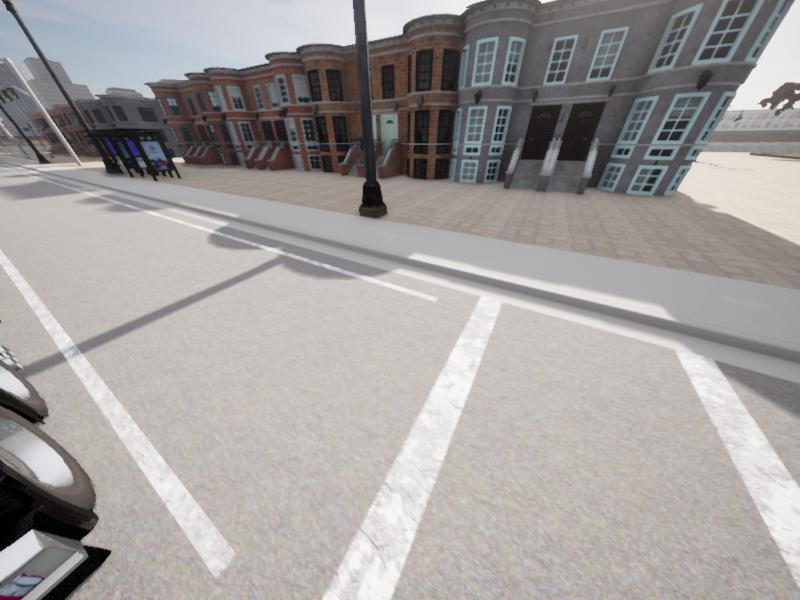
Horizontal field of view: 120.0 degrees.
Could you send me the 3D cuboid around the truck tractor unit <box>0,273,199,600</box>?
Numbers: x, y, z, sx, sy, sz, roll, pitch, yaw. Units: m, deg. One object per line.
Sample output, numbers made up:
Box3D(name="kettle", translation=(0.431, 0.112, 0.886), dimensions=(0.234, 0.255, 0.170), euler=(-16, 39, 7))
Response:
Box3D(name="truck tractor unit", translation=(-5.125, -0.287, 0.754), dimensions=(6.516, 4.208, 3.053), euler=(18, 39, 23))
